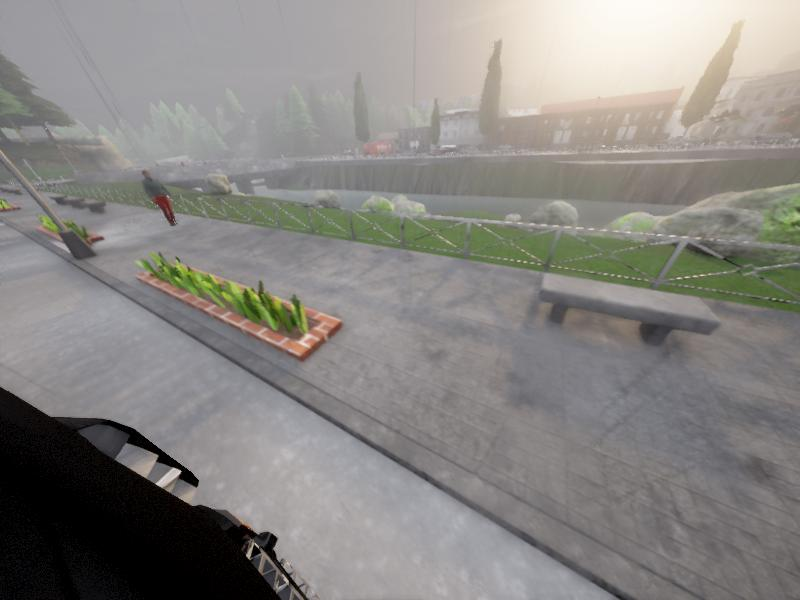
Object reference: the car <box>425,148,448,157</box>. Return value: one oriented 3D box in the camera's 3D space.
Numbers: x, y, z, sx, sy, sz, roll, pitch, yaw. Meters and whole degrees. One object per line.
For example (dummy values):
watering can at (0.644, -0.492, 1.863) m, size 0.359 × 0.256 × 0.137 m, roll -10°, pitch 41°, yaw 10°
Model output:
car at (9.070, -36.907, 57.722) m, size 5.027 × 1.651 × 2.152 m, roll 15°, pitch 38°, yaw 25°

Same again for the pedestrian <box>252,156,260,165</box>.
pedestrian at (-34.593, -33.627, 55.560) m, size 0.751 × 1.860 × 0.751 m, roll 15°, pitch 37°, yaw 25°

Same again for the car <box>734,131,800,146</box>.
car at (55.659, -24.565, 35.119) m, size 4.856 × 1.649 × 2.033 m, roll 16°, pitch 38°, yaw 25°

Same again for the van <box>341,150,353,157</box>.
van at (-21.007, -58.061, 91.414) m, size 2.069 × 2.038 × 4.480 m, roll 15°, pitch 38°, yaw 25°

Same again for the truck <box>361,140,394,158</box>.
truck at (-6.283, -42.036, 64.416) m, size 8.468 × 3.827 × 2.891 m, roll 15°, pitch 38°, yaw 25°

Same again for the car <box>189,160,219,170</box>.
car at (-46.005, -31.794, 54.232) m, size 2.242 × 1.667 × 4.611 m, roll 15°, pitch 38°, yaw 25°

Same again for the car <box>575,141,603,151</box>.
car at (36.347, -29.658, 44.479) m, size 3.806 × 1.475 × 1.970 m, roll 15°, pitch 38°, yaw 25°

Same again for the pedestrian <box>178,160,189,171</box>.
pedestrian at (-42.823, -26.687, 45.745) m, size 0.751 × 1.860 × 0.751 m, roll 20°, pitch 40°, yaw 31°

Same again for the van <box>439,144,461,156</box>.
van at (11.315, -34.072, 52.636) m, size 4.480 × 2.038 × 2.069 m, roll 15°, pitch 37°, yaw 25°

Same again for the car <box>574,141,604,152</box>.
car at (34.053, -27.782, 41.833) m, size 3.806 × 1.475 × 1.970 m, roll 15°, pitch 38°, yaw 25°

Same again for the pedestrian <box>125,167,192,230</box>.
pedestrian at (-8.330, -3.527, 8.044) m, size 0.751 × 1.860 × 0.751 m, roll 19°, pitch 39°, yaw 29°

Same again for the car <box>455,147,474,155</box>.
car at (15.322, -35.289, 54.657) m, size 3.806 × 1.475 × 1.970 m, roll 15°, pitch 37°, yaw 25°

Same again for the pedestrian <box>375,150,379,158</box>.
pedestrian at (-6.004, -38.104, 60.217) m, size 0.751 × 1.860 × 0.751 m, roll -14°, pitch 35°, yaw -16°

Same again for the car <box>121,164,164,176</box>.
car at (-48.483, -24.651, 43.603) m, size 2.038 × 1.542 × 4.974 m, roll 15°, pitch 38°, yaw 25°

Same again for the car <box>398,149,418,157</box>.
car at (2.076, -38.901, 61.011) m, size 4.856 × 1.649 × 2.033 m, roll 15°, pitch 38°, yaw 25°

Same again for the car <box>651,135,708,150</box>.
car at (44.325, -25.105, 36.824) m, size 5.238 × 1.638 × 1.930 m, roll 15°, pitch 37°, yaw 25°

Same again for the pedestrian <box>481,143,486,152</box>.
pedestrian at (21.285, -38.823, 58.958) m, size 0.751 × 1.860 × 0.751 m, roll 16°, pitch 38°, yaw 26°

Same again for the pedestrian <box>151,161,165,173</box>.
pedestrian at (-43.679, -23.929, 41.653) m, size 0.751 × 1.860 × 0.751 m, roll 9°, pitch 35°, yaw 18°

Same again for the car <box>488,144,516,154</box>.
car at (22.573, -33.423, 51.113) m, size 5.238 × 1.638 × 1.930 m, roll 15°, pitch 37°, yaw 25°

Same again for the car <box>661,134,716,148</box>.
car at (48.097, -26.585, 38.755) m, size 5.238 × 1.638 × 1.930 m, roll 15°, pitch 37°, yaw 25°
